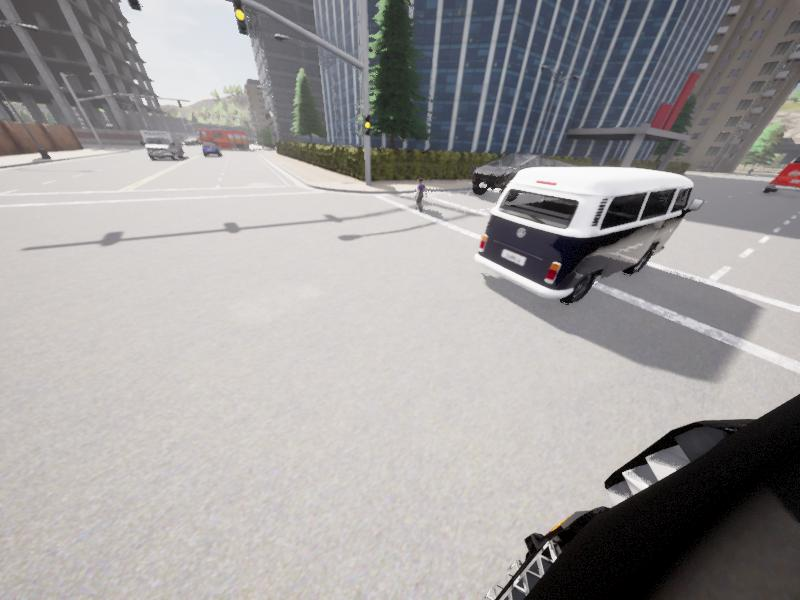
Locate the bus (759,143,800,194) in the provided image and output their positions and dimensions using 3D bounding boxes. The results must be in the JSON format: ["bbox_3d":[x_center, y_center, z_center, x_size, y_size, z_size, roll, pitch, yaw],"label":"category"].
[{"bbox_3d":[44.854,-14.184,24.953,10.273,4.253,3.944,-16,38,-26],"label":"bus"}]

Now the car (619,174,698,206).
[{"bbox_3d":[16.270,-7.033,14.541,4.181,1.385,1.994,-17,38,-27],"label":"car"}]

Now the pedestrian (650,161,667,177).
[{"bbox_3d":[36.600,-18.560,32.731,0.751,1.860,0.751,-17,38,-27],"label":"pedestrian"}]

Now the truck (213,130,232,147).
[{"bbox_3d":[-50.385,-45.946,65.773,2.891,3.827,8.468,-16,38,-26],"label":"truck"}]

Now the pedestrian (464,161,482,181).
[{"bbox_3d":[5.626,-9.943,17.829,0.751,1.300,0.751,-16,38,-26],"label":"pedestrian"}]

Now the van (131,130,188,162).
[{"bbox_3d":[-24.630,-16.051,24.051,2.351,2.431,6.366,-16,38,-26],"label":"van"}]

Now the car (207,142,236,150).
[{"bbox_3d":[-39.119,-33.878,50.770,4.718,1.301,1.895,-17,38,-27],"label":"car"}]

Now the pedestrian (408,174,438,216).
[{"bbox_3d":[0.868,-4.063,8.912,0.751,1.300,0.751,-27,44,-37],"label":"pedestrian"}]

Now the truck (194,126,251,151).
[{"bbox_3d":[-36.476,-33.442,48.037,8.468,3.827,2.891,-17,38,-27],"label":"truck"}]

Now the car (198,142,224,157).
[{"bbox_3d":[-25.493,-20.357,31.281,2.007,1.525,4.514,-15,38,-25],"label":"car"}]

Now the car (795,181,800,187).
[{"bbox_3d":[56.652,-16.373,31.584,5.366,1.575,1.801,-16,38,-26],"label":"car"}]

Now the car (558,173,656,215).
[{"bbox_3d":[10.226,-5.350,11.436,4.193,1.474,1.816,-16,38,-26],"label":"car"}]

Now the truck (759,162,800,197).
[{"bbox_3d":[36.317,-10.951,21.014,5.204,2.467,2.627,-16,38,-26],"label":"truck"}]

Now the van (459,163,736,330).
[{"bbox_3d":[3.756,-1.486,4.634,4.480,2.038,2.069,-17,38,-25],"label":"van"}]

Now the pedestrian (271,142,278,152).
[{"bbox_3d":[-27.689,-33.746,50.925,0.751,1.860,0.751,-8,35,-16],"label":"pedestrian"}]

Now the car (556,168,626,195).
[{"bbox_3d":[13.714,-8.568,16.584,4.674,1.442,1.812,-16,38,-26],"label":"car"}]

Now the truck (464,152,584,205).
[{"bbox_3d":[6.933,-6.907,12.957,6.274,2.098,2.390,-16,38,-26],"label":"truck"}]
